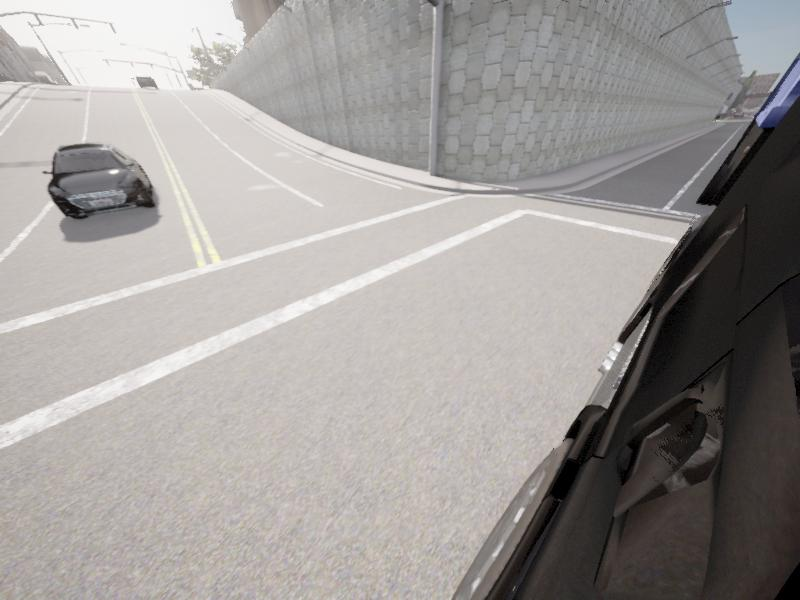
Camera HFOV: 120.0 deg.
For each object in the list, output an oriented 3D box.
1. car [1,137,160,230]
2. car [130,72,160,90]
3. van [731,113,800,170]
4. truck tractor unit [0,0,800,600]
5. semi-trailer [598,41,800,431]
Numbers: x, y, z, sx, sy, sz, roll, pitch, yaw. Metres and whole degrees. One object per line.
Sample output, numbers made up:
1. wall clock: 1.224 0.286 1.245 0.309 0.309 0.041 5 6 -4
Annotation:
1. car: -10.088 -4.224 7.808 2.033 1.649 4.856 -28 49 -30
2. car: -34.403 -29.517 31.234 2.128 1.511 4.902 -28 48 -30
3. van: 18.732 -7.954 11.451 4.442 1.987 1.775 -28 44 -30
4. truck tractor unit: 2.645 -0.295 0.351 6.516 4.208 3.053 -28 44 -30
5. semi-trailer: 8.696 -3.604 4.233 14.254 4.402 2.717 -28 44 -30
